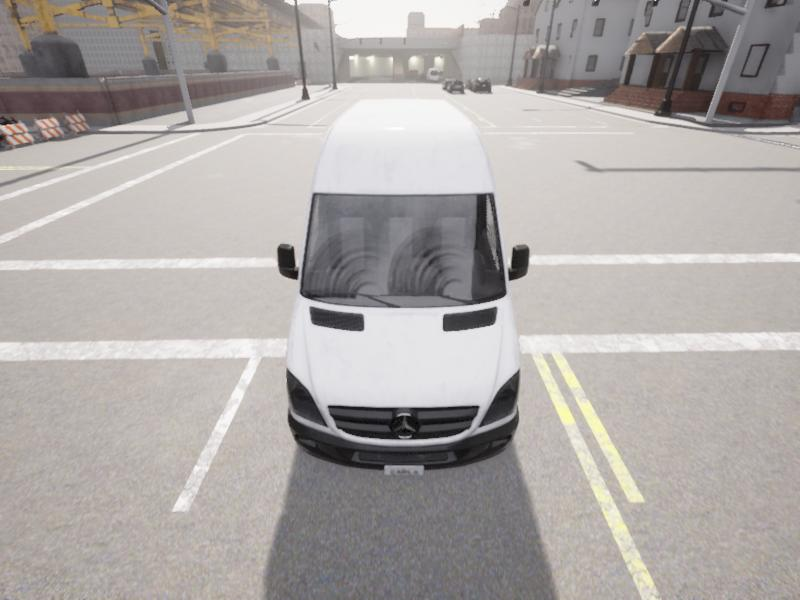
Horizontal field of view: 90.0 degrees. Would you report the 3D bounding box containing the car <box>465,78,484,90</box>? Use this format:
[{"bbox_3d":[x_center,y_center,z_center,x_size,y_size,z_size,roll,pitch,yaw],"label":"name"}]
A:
[{"bbox_3d":[10.818,-31.582,58.502,1.812,1.442,4.674,-1,30,-1],"label":"car"}]

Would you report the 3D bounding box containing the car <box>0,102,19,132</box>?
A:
[{"bbox_3d":[-20.186,-7.892,17.571,1.853,1.218,4.536,15,34,24],"label":"car"}]

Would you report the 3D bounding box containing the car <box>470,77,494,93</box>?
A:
[{"bbox_3d":[10.680,-28.267,52.616,2.242,1.667,4.611,0,30,0],"label":"car"}]

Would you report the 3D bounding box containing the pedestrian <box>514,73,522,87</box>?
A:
[{"bbox_3d":[18.755,-34.945,63.504,0.751,1.860,0.751,23,37,34],"label":"pedestrian"}]

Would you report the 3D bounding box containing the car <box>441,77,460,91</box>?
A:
[{"bbox_3d":[7.202,-31.042,57.382,1.930,1.638,5.238,-1,30,-1],"label":"car"}]

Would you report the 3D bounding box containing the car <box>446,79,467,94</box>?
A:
[{"bbox_3d":[7.178,-27.410,51.294,2.007,1.525,4.514,0,30,0],"label":"car"}]

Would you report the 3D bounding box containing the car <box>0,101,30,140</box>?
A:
[{"bbox_3d":[-20.161,-7.779,17.690,2.038,1.542,4.974,15,34,24],"label":"car"}]

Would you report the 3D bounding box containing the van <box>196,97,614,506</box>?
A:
[{"bbox_3d":[0.031,-0.953,5.102,1.988,2.561,5.915,0,30,0],"label":"van"}]

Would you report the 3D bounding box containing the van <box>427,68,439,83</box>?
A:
[{"bbox_3d":[6.755,-46.307,82.522,1.988,2.561,5.915,-1,30,-1],"label":"van"}]
